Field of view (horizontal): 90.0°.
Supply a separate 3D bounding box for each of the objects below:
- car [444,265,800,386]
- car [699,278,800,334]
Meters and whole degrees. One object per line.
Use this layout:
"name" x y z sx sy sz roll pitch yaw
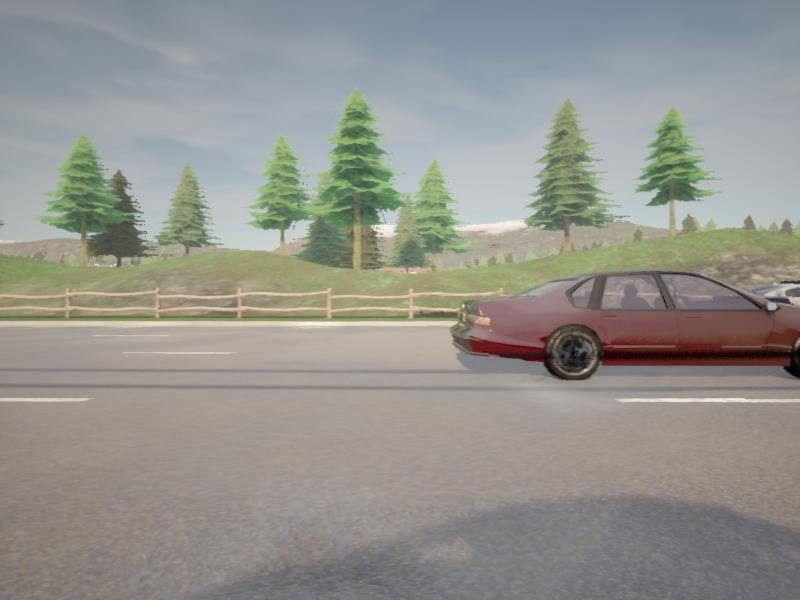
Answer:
"car" 3.426 0.297 5.698 5.357 1.411 2.033 0 0 0
"car" 12.838 0.182 12.701 5.238 1.638 1.930 0 0 0
